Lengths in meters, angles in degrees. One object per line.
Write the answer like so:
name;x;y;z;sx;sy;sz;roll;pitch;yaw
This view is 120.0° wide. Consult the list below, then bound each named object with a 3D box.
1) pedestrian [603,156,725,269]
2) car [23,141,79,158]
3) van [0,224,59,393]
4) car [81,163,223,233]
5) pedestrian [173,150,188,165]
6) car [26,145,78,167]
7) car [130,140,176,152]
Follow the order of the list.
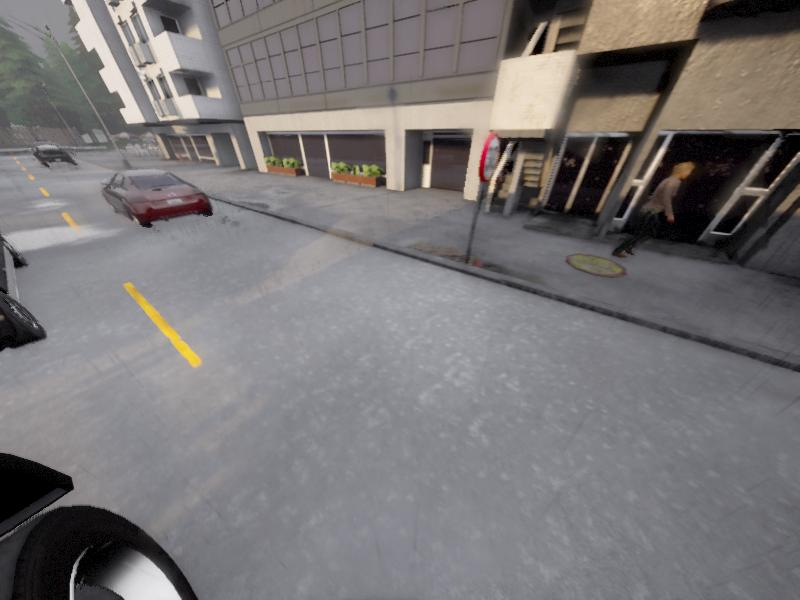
pedestrian;4.914;-1.692;4.513;0.751;1.860;0.751;24;41;29
car;-44.029;-19.203;29.348;2.152;1.651;5.027;-21;40;-26
van;-7.032;-0.758;2.718;5.915;2.561;1.988;22;41;28
car;-8.337;-3.625;7.787;4.181;1.385;1.994;22;41;28
pedestrian;-19.640;-12.743;20.671;0.500;1.100;0.500;-17;39;-23
car;-31.624;-13.160;20.996;4.892;1.490;1.837;22;41;28
car;-43.768;-27.470;41.070;2.152;1.651;5.027;22;41;27
